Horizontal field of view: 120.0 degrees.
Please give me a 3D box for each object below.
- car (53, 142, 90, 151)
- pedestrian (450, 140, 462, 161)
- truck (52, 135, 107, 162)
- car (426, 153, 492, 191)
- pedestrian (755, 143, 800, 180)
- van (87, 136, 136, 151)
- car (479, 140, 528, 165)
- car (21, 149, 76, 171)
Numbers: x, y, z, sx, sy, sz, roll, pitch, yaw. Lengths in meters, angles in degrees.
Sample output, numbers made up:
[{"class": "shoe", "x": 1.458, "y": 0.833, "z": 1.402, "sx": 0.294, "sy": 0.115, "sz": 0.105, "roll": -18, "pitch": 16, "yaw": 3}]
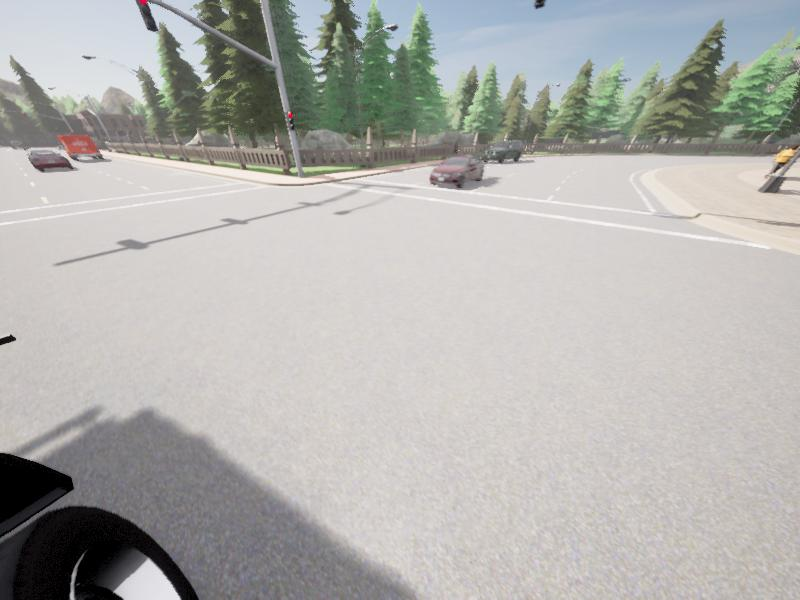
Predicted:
[{"class": "car", "x": -69.445, "y": -32.576, "z": 48.936, "sx": 3.806, "sy": 1.475, "sz": 1.970, "roll": -14, "pitch": 38, "yaw": -19}, {"class": "pedestrian", "x": 6.219, "y": -16.733, "z": 25.856, "sx": 0.751, "sy": 1.860, "sz": 0.751, "roll": -25, "pitch": 42, "yaw": -31}, {"class": "truck", "x": -38.923, "y": -18.479, "z": 28.072, "sx": 5.204, "sy": 2.467, "sz": 2.627, "roll": 22, "pitch": 41, "yaw": 28}, {"class": "car", "x": 3.569, "y": -7.671, "z": 13.600, "sx": 1.812, "sy": 1.442, "sz": 4.674, "roll": 23, "pitch": 41, "yaw": 29}, {"class": "pedestrian", "x": 23.323, "y": -8.457, "z": 14.133, "sx": 0.751, "sy": 1.860, "sz": 0.751, "roll": 22, "pitch": 40, "yaw": 28}, {"class": "van", "x": -61.886, "y": -33.774, "z": 49.742, "sx": 1.988, "sy": 2.561, "sz": 5.915, "roll": 22, "pitch": 41, "yaw": 28}, {"class": "car", "x": 11.430, "y": -16.337, "z": 25.446, "sx": 5.566, "sy": 2.045, "sz": 2.150, "roll": -26, "pitch": 43, "yaw": -32}, {"class": "car", "x": -30.830, "y": -12.300, "z": 20.251, "sx": 4.181, "sy": 1.385, "sz": 1.994, "roll": 22, "pitch": 41, "yaw": 28}]
